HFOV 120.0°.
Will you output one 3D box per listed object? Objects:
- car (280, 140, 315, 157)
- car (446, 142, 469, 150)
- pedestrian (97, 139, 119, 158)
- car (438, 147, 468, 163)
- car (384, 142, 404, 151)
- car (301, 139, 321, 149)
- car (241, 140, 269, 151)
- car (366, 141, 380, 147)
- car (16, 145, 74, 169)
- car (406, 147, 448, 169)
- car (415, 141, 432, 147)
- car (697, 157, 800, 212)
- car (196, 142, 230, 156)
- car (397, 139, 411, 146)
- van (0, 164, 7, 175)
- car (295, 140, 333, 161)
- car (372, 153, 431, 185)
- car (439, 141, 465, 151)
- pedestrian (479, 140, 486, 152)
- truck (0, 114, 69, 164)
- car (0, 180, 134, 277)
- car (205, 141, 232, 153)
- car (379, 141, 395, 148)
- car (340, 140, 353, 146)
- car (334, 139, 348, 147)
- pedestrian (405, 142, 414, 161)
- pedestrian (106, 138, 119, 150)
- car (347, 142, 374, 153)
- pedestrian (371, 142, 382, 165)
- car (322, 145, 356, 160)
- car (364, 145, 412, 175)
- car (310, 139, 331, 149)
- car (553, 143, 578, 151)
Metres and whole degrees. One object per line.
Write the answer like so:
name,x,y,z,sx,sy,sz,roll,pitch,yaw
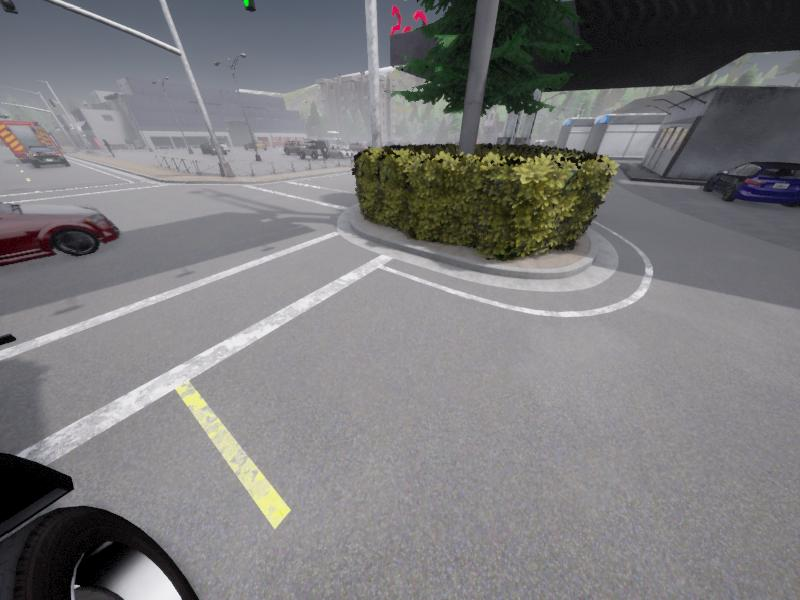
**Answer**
car,-14.743,-21.829,33.138,4.605,1.855,1.932,22,41,28
car,13.521,-36.472,54.543,4.514,1.523,2.007,22,41,28
pedestrian,-34.394,-17.938,27.279,0.751,1.860,0.751,-23,41,-29
car,6.480,-17.609,28.010,1.970,1.475,3.806,22,41,28
car,-1.296,-31.964,48.006,3.633,1.501,1.845,22,41,28
car,-19.902,-35.113,51.926,3.866,1.878,1.905,22,41,28
car,-27.214,-29.028,43.369,5.027,1.636,2.152,22,41,28
car,-7.849,-45.077,66.670,3.633,1.501,1.845,22,41,28
car,-31.420,-12.710,20.411,4.974,1.542,2.038,22,41,28
car,2.837,-14.706,23.733,2.033,1.649,4.856,22,41,28
car,7.701,-50.976,75.388,4.792,1.488,2.163,22,40,27
car,17.423,-5.821,11.299,2.242,1.667,4.611,22,41,28
car,-26.926,-21.720,33.246,4.514,1.523,2.007,22,41,28
car,1.369,-53.646,78.789,4.605,1.855,1.932,22,40,27
van,-29.833,-9.813,15.867,4.480,2.038,2.069,22,41,28
car,-10.164,-17.689,27.256,3.866,1.878,1.905,22,41,28
car,0.232,-9.028,15.787,1.816,1.474,4.193,22,41,28
car,11.771,-34.985,52.404,5.027,1.636,2.152,22,41,28
pedestrian,16.120,-30.053,45.104,0.751,1.860,0.751,22,41,28
truck,-38.716,-16.620,23.920,8.468,3.827,2.891,22,41,28
car,-9.146,-1.391,4.858,1.994,1.385,4.181,23,41,27
car,-30.617,-25.836,38.950,3.806,1.475,1.970,22,41,28
car,-3.462,-41.203,61.220,3.806,1.475,1.970,22,41,28
car,-18.350,-53.850,79.254,1.816,1.474,4.193,22,41,28
car,-18.773,-50.132,73.639,1.905,1.878,3.866,22,41,28
pedestrian,1.161,-17.767,27.558,0.751,1.860,0.751,21,40,27
pedestrian,-54.606,-29.595,43.932,0.751,1.860,0.751,28,44,34
car,-7.041,-27.292,41.296,4.514,1.523,2.007,22,41,28
pedestrian,-2.342,-14.844,23.383,0.751,1.860,0.751,21,40,27
car,-7.764,-18.818,29.370,3.806,1.475,1.970,22,41,28
car,-0.882,-11.790,19.339,1.905,1.878,3.866,22,41,28
car,-18.580,-36.601,54.082,4.605,1.855,1.932,22,41,28
car,39.026,-36.126,54.545,4.514,1.525,2.007,22,40,27
